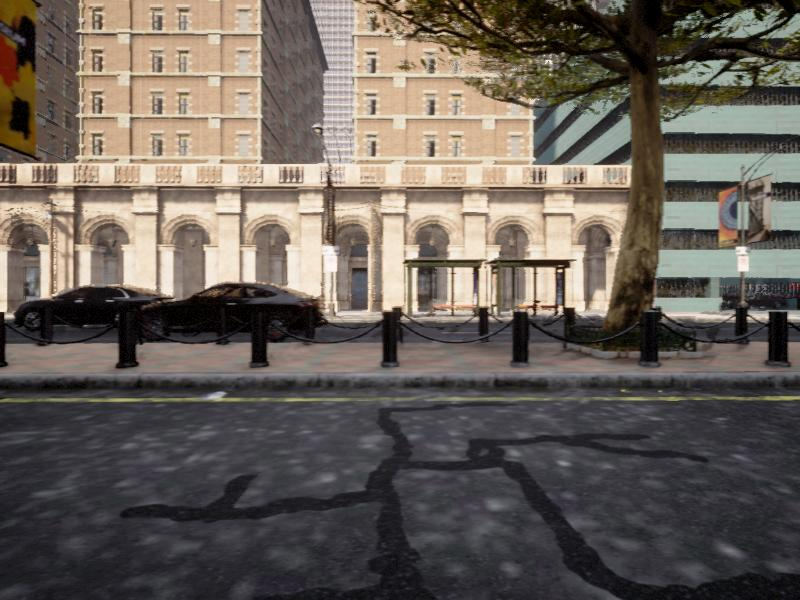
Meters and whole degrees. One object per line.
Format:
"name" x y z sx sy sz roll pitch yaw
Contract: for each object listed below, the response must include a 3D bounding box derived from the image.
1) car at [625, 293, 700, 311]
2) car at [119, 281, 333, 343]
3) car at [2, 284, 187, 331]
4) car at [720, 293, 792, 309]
"car" 21.702 0.148 33.242 4.786 1.482 2.161 0 0 -1
"car" -4.204 0.272 10.222 4.674 1.442 1.812 0 0 0
"car" -10.203 0.250 13.646 4.892 1.490 1.837 0 0 -1
"car" 33.251 0.103 37.475 4.902 1.511 2.128 0 0 -1
